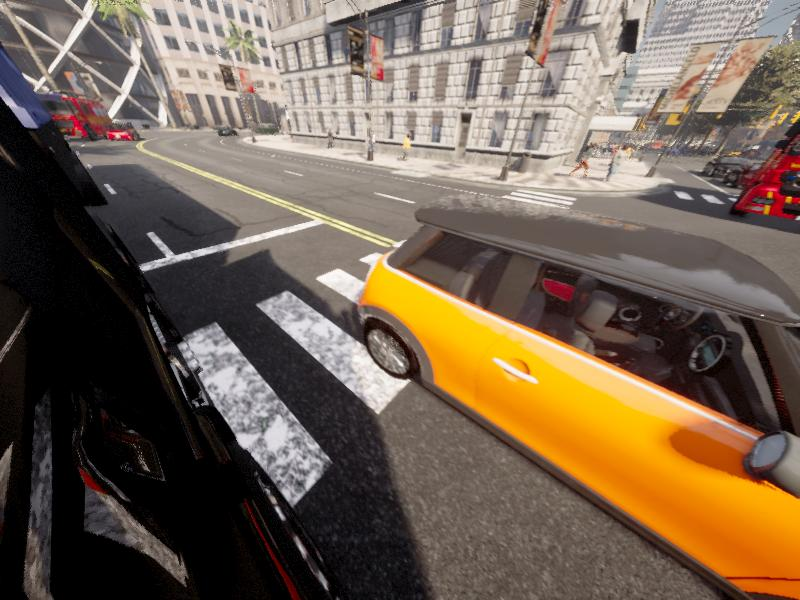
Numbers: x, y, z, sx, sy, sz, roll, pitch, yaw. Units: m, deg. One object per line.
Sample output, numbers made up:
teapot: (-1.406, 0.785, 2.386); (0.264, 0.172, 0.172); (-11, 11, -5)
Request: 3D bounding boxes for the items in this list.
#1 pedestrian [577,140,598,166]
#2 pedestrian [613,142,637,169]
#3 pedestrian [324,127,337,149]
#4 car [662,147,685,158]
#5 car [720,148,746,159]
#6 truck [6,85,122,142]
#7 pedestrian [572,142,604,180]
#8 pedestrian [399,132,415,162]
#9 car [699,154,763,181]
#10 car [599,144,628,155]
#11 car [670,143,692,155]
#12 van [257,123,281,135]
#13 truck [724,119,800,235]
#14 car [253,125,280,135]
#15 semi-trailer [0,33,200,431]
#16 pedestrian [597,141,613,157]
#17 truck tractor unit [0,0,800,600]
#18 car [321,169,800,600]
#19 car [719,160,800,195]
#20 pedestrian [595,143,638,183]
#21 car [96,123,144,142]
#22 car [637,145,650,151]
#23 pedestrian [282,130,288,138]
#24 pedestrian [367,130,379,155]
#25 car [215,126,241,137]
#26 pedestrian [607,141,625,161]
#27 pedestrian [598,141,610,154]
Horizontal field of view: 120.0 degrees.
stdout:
pedestrian: (17.075, -13.413, 21.085); (0.751, 1.860, 0.751); (26, 42, 28)
pedestrian: (19.455, -12.507, 20.018); (0.751, 1.860, 0.751); (25, 42, 27)
pedestrian: (-7.327, -17.048, 24.379); (0.751, 1.860, 0.751); (28, 43, 30)
car: (50.799, -27.583, 43.038); (1.882, 1.535, 5.008); (27, 43, 29)
car: (72.639, -32.058, 50.497); (1.801, 1.575, 5.366); (27, 43, 29)
truck: (-33.648, -19.026, 23.957); (2.891, 3.827, 8.468); (-16, 40, -23)
pedestrian: (10.998, -8.166, 13.590); (0.751, 1.860, 0.751); (23, 41, 25)
pedestrian: (0.512, -11.539, 17.453); (0.751, 1.860, 0.751); (24, 41, 26)
car: (27.499, -11.223, 19.420); (1.837, 1.490, 4.892); (27, 43, 29)
car: (40.939, -29.001, 44.352); (3.806, 1.475, 1.970); (30, 44, 31)
car: (68.552, -36.934, 56.422); (2.150, 2.045, 5.566); (27, 43, 29)
van: (-28.424, -37.158, 50.351); (1.775, 1.987, 4.442); (11, 37, 11)
truck: (15.925, -5.098, 8.418); (8.468, 3.827, 2.891); (-23, 44, -31)
car: (-30.892, -39.383, 53.634); (2.152, 1.651, 5.027); (16, 39, 18)
semi-trailer: (-8.655, -3.621, 4.287); (14.254, 4.402, 2.717); (29, 44, 30)
pedestrian: (28.323, -20.870, 31.908); (0.751, 1.860, 0.751); (-25, 45, -32)
truck tractor unit: (-2.645, -0.295, 0.351); (6.516, 4.208, 3.053); (28, 44, 30)
car: (1.784, 0.277, 1.920); (4.553, 1.767, 2.097); (27, 43, 29)
car: (22.836, -7.907, 14.736); (1.994, 1.385, 4.181); (29, 44, 31)
pedestrian: (12.103, -7.648, 12.963); (0.751, 1.860, 0.751); (-7, 38, -13)
car: (-29.427, -17.785, 24.489); (2.007, 1.525, 4.514); (-19, 42, -26)
car: (66.500, -41.576, 63.184); (1.895, 1.301, 4.718); (27, 43, 29)
pedestrian: (-20.032, -28.903, 40.199); (0.500, 1.100, 0.500); (-4, 37, -9)
pedestrian: (-2.500, -14.648, 21.456); (0.751, 1.860, 0.751); (-27, 46, -34)
car: (-29.402, -28.865, 39.596); (1.994, 1.385, 4.181); (-5, 37, -10)
pedestrian: (24.975, -17.229, 26.765); (0.751, 1.860, 0.751); (21, 40, 23)
pedestrian: (36.245, -27.053, 41.045); (0.751, 1.860, 0.751); (21, 40, 23)
